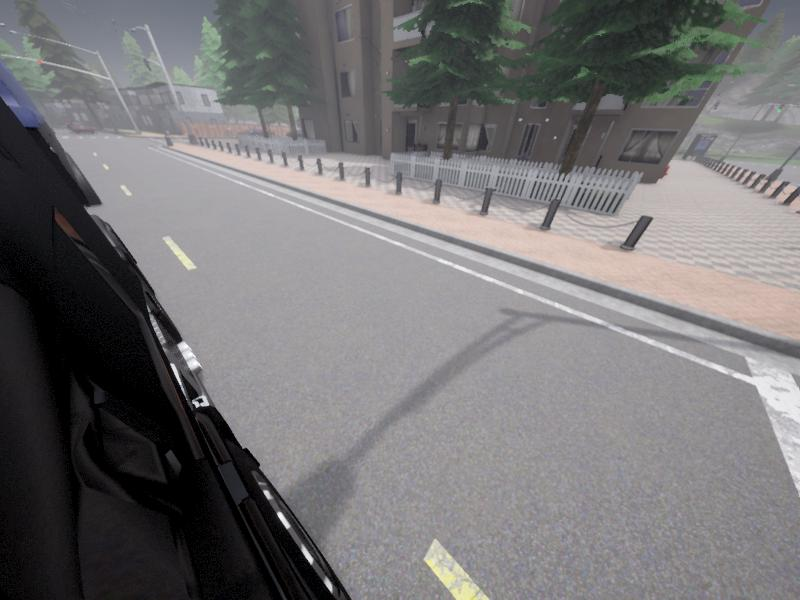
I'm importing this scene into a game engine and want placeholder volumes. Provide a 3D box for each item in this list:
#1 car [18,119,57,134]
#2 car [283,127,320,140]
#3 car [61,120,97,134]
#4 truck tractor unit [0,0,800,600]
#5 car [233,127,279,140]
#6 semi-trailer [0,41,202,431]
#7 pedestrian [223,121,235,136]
[{"bbox_3d":[-46.400,-22.237,29.590,4.181,1.385,1.994,24,42,26],"label":"car"},{"bbox_3d":[-16.296,-27.778,38.613,2.152,1.651,5.027,30,45,32],"label":"car"},{"bbox_3d":[-44.796,-24.118,32.211,4.181,1.385,1.994,24,42,26],"label":"car"},{"bbox_3d":[-2.645,-0.295,0.351,6.516,4.208,3.053,28,44,30],"label":"truck tractor unit"},{"bbox_3d":[-21.243,-24.644,34.304,2.033,1.411,5.357,30,45,32],"label":"car"},{"bbox_3d":[-8.716,-3.581,4.227,14.254,4.402,2.717,28,44,30],"label":"semi-trailer"},{"bbox_3d":[-26.926,-26.898,36.314,0.751,1.860,0.751,29,44,31],"label":"pedestrian"}]
